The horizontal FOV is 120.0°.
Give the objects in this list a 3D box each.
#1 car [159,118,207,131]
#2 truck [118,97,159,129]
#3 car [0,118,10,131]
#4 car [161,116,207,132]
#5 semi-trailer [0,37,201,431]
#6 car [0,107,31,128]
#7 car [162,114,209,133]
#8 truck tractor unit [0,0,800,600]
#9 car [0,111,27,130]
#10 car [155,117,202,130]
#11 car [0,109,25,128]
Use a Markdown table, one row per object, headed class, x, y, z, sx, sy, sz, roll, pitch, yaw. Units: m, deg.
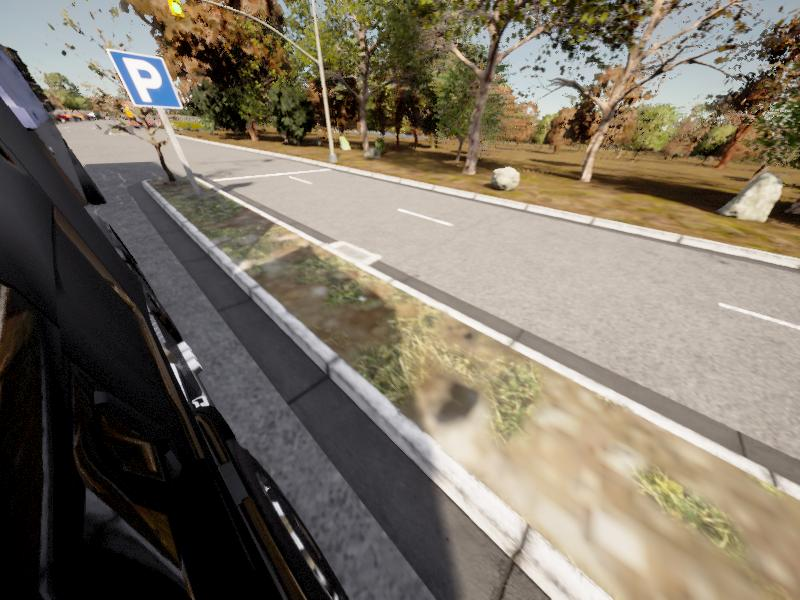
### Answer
| class | x | y | z | sx | sy | sz | roll | pitch | yaw |
| --- | --- | --- | --- | --- | --- | --- | --- | --- | --- |
| car | -36.236 | -29.440 | 38.774 | 1.946 | 1.575 | 5.366 | 19 | 39 | 21 |
| truck | -43.860 | -31.254 | 38.796 | 2.891 | 3.827 | 8.468 | -27 | 46 | -33 |
| car | -42.786 | -17.315 | 22.362 | 2.163 | 1.488 | 4.792 | 18 | 40 | 20 |
| car | -34.339 | -28.048 | 36.843 | 2.185 | 1.767 | 4.553 | 19 | 39 | 21 |
| semi-trailer | -8.664 | -3.629 | 4.260 | 14.254 | 4.402 | 2.717 | 29 | 44 | 30 |
| car | -48.721 | -21.823 | 27.528 | 1.878 | 1.987 | 4.442 | 18 | 41 | 21 |
| car | -32.360 | -26.713 | 35.032 | 1.878 | 1.987 | 4.442 | 19 | 39 | 20 |
| truck tractor unit | -2.645 | -0.295 | 0.352 | 6.516 | 4.208 | 3.053 | 28 | 44 | 30 |
| car | -44.603 | -18.885 | 24.260 | 1.946 | 1.575 | 5.366 | 18 | 40 | 20 |
| car | -38.386 | -30.636 | 40.214 | 1.946 | 1.575 | 5.366 | 20 | 40 | 21 |
| car | -46.752 | -20.262 | 25.752 | 2.185 | 1.767 | 4.553 | 18 | 40 | 20 |
